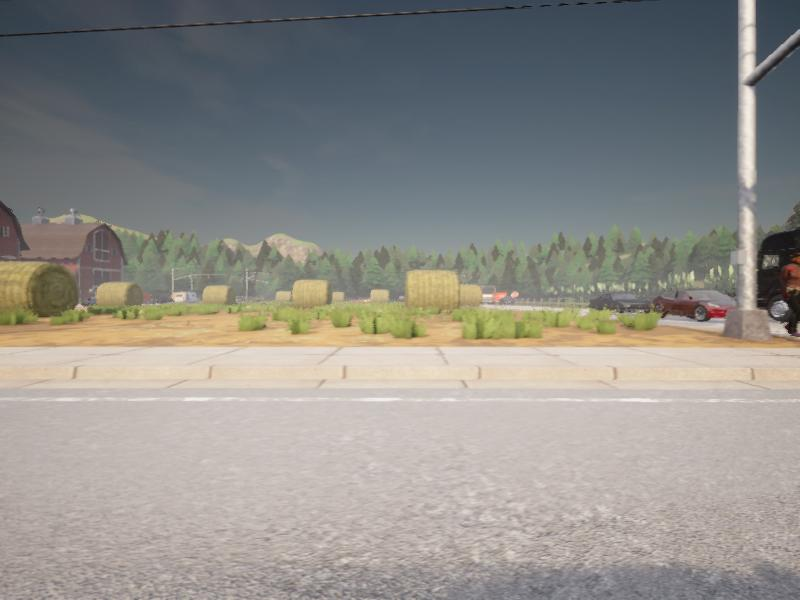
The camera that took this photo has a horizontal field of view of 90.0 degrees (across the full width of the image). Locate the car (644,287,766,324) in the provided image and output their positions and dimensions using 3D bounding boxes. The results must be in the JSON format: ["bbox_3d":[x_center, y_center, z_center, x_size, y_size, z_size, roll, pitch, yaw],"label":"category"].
[{"bbox_3d":[13.831,0.224,18.603,2.163,1.488,4.792,0,0,3],"label":"car"}]

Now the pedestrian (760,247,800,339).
[{"bbox_3d":[8.398,-0.145,8.533,0.751,1.860,0.751,0,0,-2],"label":"pedestrian"}]

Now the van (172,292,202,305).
[{"bbox_3d":[-40.495,-0.286,76.231,2.351,2.431,6.366,0,0,-1],"label":"van"}]

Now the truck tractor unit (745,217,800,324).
[{"bbox_3d":[17.142,-1.146,14.966,3.053,4.208,6.516,0,0,3],"label":"truck tractor unit"}]

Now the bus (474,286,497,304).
[{"bbox_3d":[20.692,-1.159,97.583,3.944,4.253,10.273,0,0,3],"label":"bus"}]

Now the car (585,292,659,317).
[{"bbox_3d":[14.155,0.268,25.968,2.033,1.411,5.357,0,0,3],"label":"car"}]
